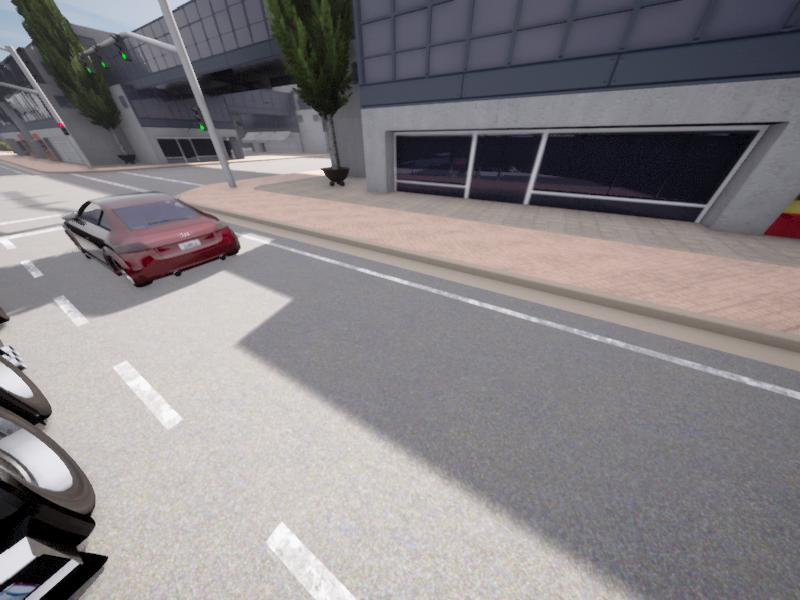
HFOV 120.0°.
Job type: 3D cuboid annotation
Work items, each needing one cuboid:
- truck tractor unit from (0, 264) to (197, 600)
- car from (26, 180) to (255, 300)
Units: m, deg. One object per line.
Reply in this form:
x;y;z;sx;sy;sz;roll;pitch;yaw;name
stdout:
-5.115;-0.296;0.784;6.516;4.208;3.053;18;39;24;truck tractor unit
-5.731;-1.649;5.204;4.181;1.385;1.994;18;39;24;car
